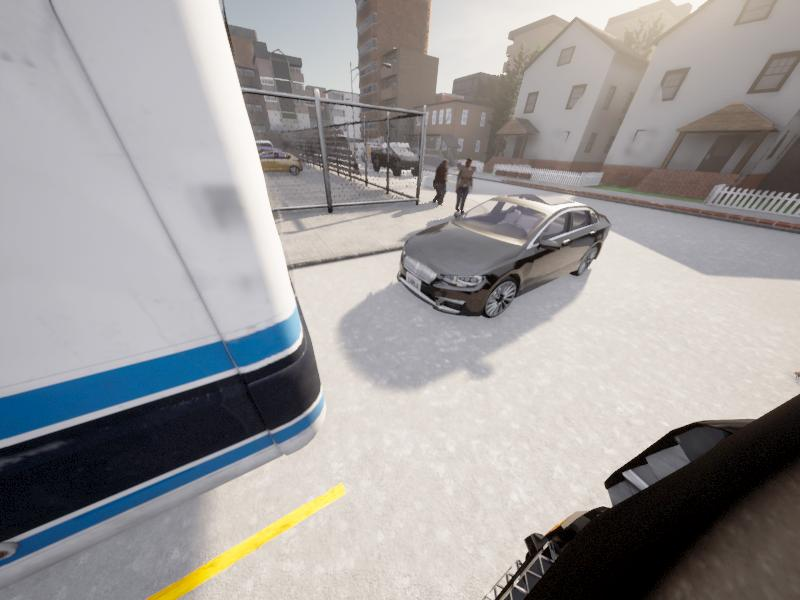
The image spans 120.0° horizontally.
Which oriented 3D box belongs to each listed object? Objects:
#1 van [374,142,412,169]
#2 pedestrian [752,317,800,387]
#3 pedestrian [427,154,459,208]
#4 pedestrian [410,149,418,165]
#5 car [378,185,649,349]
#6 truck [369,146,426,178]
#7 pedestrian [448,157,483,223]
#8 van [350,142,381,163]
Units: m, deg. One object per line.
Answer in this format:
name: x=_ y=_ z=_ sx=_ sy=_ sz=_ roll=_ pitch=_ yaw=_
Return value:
van: x=-1.014 y=-18.106 z=28.818 sx=1.988 sy=2.561 sz=5.915 roll=-16 pitch=38 yaw=-26
pedestrian: x=5.130 y=0.224 z=2.268 sx=0.751 sy=1.860 sz=0.751 roll=7 pitch=34 yaw=6
pedestrian: x=1.703 y=-4.836 z=9.436 sx=0.751 sy=1.860 sz=0.751 roll=-14 pitch=37 yaw=-23
pedestrian: x=1.974 y=-20.162 z=32.521 sx=0.751 sy=1.860 sz=0.751 roll=-11 pitch=36 yaw=-19
car: x=2.251 y=-1.177 z=4.517 sx=4.902 sy=1.511 sz=2.128 roll=-18 pitch=39 yaw=-29
truck: x=-0.463 y=-12.819 z=21.300 sx=2.390 sy=2.098 sz=6.274 roll=-16 pitch=38 yaw=-25
pedestrian: x=2.116 y=-3.640 z=7.668 sx=0.751 sy=1.860 sz=0.751 roll=9 pitch=34 yaw=9
van: x=-5.311 y=-22.435 z=35.107 sx=2.351 sy=2.431 sz=6.366 roll=-16 pitch=38 yaw=-26
